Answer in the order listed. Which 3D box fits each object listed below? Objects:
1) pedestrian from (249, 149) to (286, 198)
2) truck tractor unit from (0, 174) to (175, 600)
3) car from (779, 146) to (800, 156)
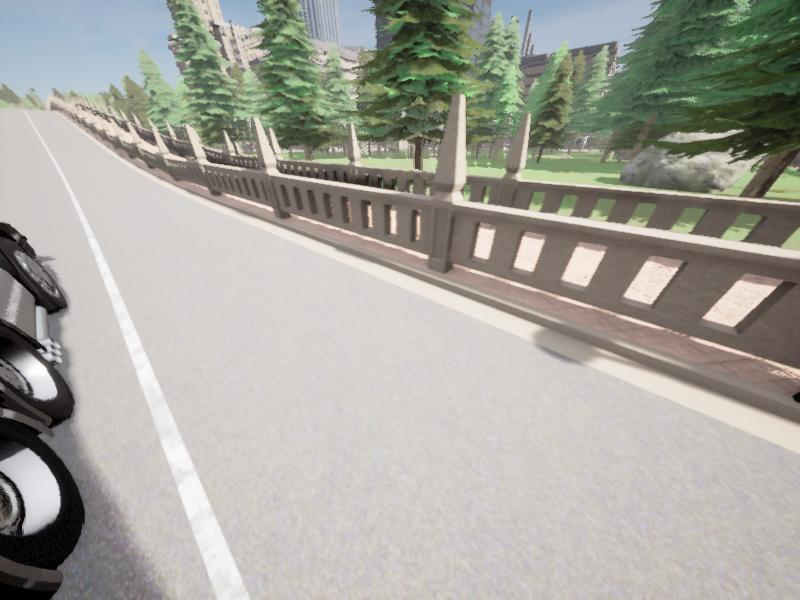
[{"bbox_3d":[-5.992,-5.761,10.517,0.751,1.860,0.751,24,41,31],"label":"pedestrian"},{"bbox_3d":[-4.950,-0.434,0.983,6.516,4.208,3.053,24,41,31],"label":"truck tractor unit"},{"bbox_3d":[72.280,-26.961,41.838,2.033,1.411,5.357,23,41,30],"label":"car"}]
